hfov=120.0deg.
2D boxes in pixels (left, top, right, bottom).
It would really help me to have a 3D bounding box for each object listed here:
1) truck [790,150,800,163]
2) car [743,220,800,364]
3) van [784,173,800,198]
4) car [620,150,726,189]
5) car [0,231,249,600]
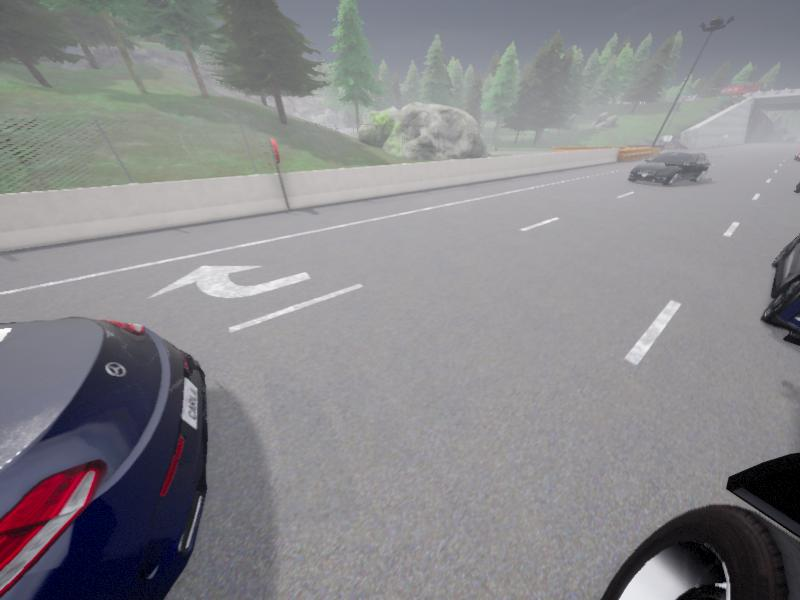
[{"bbox_3d":[40.098,-14.358,21.644,5.204,2.467,2.627,-22,41,-28],"label":"truck"},{"bbox_3d":[7.123,-0.454,3.054,4.856,1.649,2.033,-23,41,-28],"label":"car"},{"bbox_3d":[19.544,-5.731,10.022,4.480,2.038,2.069,-22,41,-27],"label":"van"},{"bbox_3d":[15.172,-7.386,12.890,4.892,1.490,1.837,-15,38,-19],"label":"car"},{"bbox_3d":[-3.577,1.473,0.447,5.027,1.651,2.152,-22,41,-28],"label":"car"}]
